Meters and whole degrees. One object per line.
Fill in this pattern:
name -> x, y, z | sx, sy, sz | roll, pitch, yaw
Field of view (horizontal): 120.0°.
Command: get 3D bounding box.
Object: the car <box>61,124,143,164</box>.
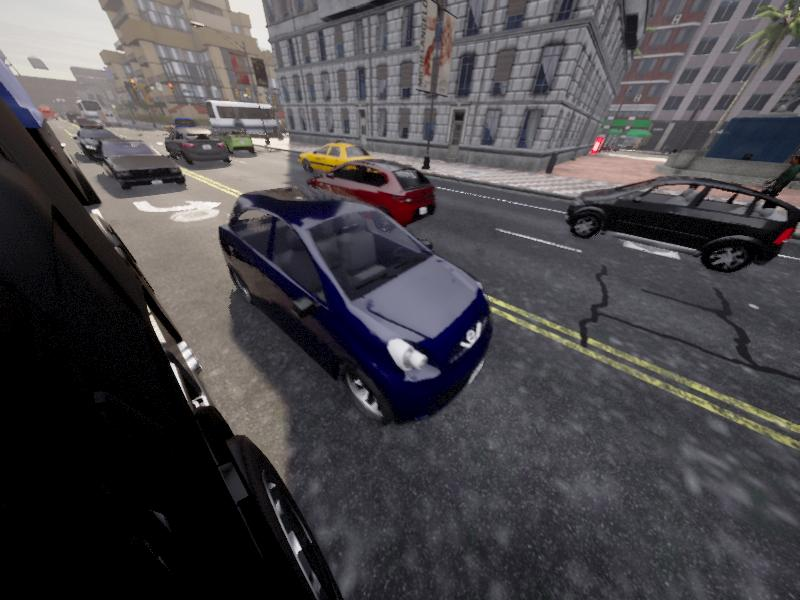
car -> -17.425, -9.197, 13.491 | 4.974, 1.542, 2.038 | 28, 43, 29

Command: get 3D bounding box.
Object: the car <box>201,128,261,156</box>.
car -> -13.255, -12.431, 18.093 | 4.514, 1.525, 2.007 | 28, 43, 29

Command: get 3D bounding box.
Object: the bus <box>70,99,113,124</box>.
bus -> -74.282, -45.352, 55.678 | 10.273, 4.253, 3.944 | 28, 43, 29

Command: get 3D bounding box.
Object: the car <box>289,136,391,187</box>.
car -> -3.099, -7.126, 11.646 | 5.366, 1.575, 1.801 | 28, 43, 29

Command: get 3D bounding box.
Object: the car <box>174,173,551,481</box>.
car -> -0.678, -0.355, 2.812 | 3.633, 1.501, 1.845 | 28, 44, 30

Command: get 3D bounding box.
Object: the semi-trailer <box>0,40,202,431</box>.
semi-trailer -> -8.709, -3.606, 4.207 | 14.254, 4.402, 2.717 | 28, 44, 30

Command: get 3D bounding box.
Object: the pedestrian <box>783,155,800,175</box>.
pedestrian -> 35.618, -12.159, 20.419 | 0.751, 1.860, 0.751 | -9, 38, -16

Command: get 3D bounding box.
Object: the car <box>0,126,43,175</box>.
car -> -17.297, -6.412, 9.790 | 3.633, 1.501, 1.845 | 28, 43, 29

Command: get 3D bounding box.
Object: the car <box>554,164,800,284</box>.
car -> 6.275, -2.090, 5.574 | 3.705, 1.549, 1.789 | 28, 44, 30

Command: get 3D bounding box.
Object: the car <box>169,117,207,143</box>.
car -> -22.652, -18.271, 24.825 | 2.150, 2.045, 5.566 | -22, 43, -29

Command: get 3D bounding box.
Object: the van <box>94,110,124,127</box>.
van -> -58.377, -36.387, 46.298 | 6.366, 2.431, 2.351 | 28, 43, 29

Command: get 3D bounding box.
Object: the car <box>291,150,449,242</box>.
car -> -0.989, -3.246, 6.697 | 4.193, 1.474, 1.816 | 28, 43, 29

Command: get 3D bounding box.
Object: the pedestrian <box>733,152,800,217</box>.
pedestrian -> 12.969, -3.959, 7.963 | 0.751, 1.860, 0.751 | -18, 41, -25

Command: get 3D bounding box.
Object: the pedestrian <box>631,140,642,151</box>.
pedestrian -> 48.905, -31.936, 47.701 | 0.751, 1.860, 0.751 | 32, 46, 33

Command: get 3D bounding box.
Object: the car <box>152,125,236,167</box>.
car -> -12.350, -9.306, 13.865 | 4.611, 1.667, 2.242 | 28, 43, 29

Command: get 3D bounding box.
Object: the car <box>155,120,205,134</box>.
car -> -33.899, -26.776, 35.817 | 1.801, 1.575, 5.366 | 13, 38, 13

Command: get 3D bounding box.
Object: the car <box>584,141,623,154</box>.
car -> 36.722, -27.601, 41.713 | 2.163, 1.488, 4.792 | -27, 46, -33

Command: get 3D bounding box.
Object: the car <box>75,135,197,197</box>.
car -> -10.489, -5.486, 9.120 | 5.357, 1.411, 2.033 | 28, 43, 29

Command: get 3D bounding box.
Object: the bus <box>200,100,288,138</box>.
bus -> -24.274, -28.790, 36.943 | 3.944, 4.253, 10.273 | 28, 45, 29

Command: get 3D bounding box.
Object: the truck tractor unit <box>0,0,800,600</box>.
truck tractor unit -> -2.645, -0.295, 0.351 | 6.516, 4.208, 3.053 | 28, 44, 30
